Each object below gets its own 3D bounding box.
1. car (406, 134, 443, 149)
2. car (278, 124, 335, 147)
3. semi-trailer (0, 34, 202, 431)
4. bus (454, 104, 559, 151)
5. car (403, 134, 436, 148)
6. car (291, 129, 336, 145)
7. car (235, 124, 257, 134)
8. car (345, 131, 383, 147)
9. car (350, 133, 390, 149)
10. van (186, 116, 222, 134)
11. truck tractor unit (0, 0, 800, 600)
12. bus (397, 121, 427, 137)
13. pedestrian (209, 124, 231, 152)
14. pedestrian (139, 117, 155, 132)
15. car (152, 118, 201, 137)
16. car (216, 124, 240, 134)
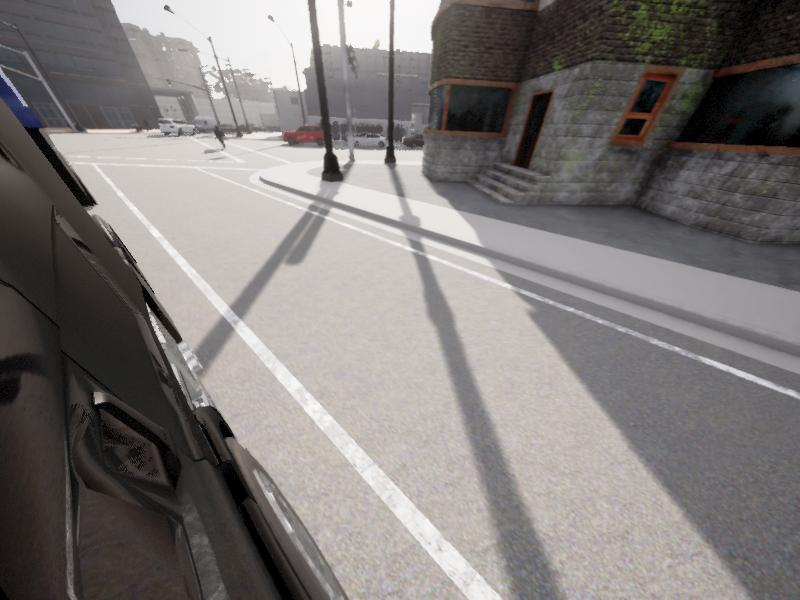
[{"bbox_3d":[2.935,-19.683,28.675,4.193,1.474,1.816,-2,37,-4],"label":"car"},{"bbox_3d":[-10.875,-19.499,27.376,5.566,2.045,2.150,-1,37,-5],"label":"car"},{"bbox_3d":[-8.760,-3.550,4.185,14.254,4.402,2.717,27,43,29],"label":"semi-trailer"},{"bbox_3d":[12.585,-21.114,28.458,10.273,4.253,3.944,-3,37,-4],"label":"bus"},{"bbox_3d":[2.566,-21.720,31.481,4.181,1.385,1.994,-1,37,-3],"label":"car"},{"bbox_3d":[-11.196,-21.388,30.326,5.008,1.535,1.882,-1,37,-5],"label":"car"},{"bbox_3d":[-34.711,-38.790,52.265,1.930,1.638,5.238,-1,37,-4],"label":"car"},{"bbox_3d":[-4.737,-21.532,30.883,4.892,1.490,1.837,-2,37,-5],"label":"car"},{"bbox_3d":[-3.609,-19.448,28.171,4.674,1.442,1.812,-2,37,-5],"label":"car"},{"bbox_3d":[-37.520,-33.644,44.432,1.988,2.561,5.915,-1,37,-5],"label":"van"},{"bbox_3d":[-2.645,-0.295,0.351,6.516,4.208,3.053,28,44,30],"label":"truck tractor unit"},{"bbox_3d":[4.305,-63.357,85.446,10.273,4.253,3.944,-2,37,-6],"label":"bus"},{"bbox_3d":[-15.023,-13.580,19.349,0.751,1.860,0.751,-28,46,-34],"label":"pedestrian"},{"bbox_3d":[-40.851,-28.273,37.292,0.751,1.860,0.751,-1,37,-5],"label":"pedestrian"},{"bbox_3d":[-33.183,-25.827,34.612,2.150,2.045,5.566,0,37,-4],"label":"car"},{"bbox_3d":[-34.167,-34.024,46.038,1.816,1.474,4.193,-1,37,-5],"label":"car"}]
